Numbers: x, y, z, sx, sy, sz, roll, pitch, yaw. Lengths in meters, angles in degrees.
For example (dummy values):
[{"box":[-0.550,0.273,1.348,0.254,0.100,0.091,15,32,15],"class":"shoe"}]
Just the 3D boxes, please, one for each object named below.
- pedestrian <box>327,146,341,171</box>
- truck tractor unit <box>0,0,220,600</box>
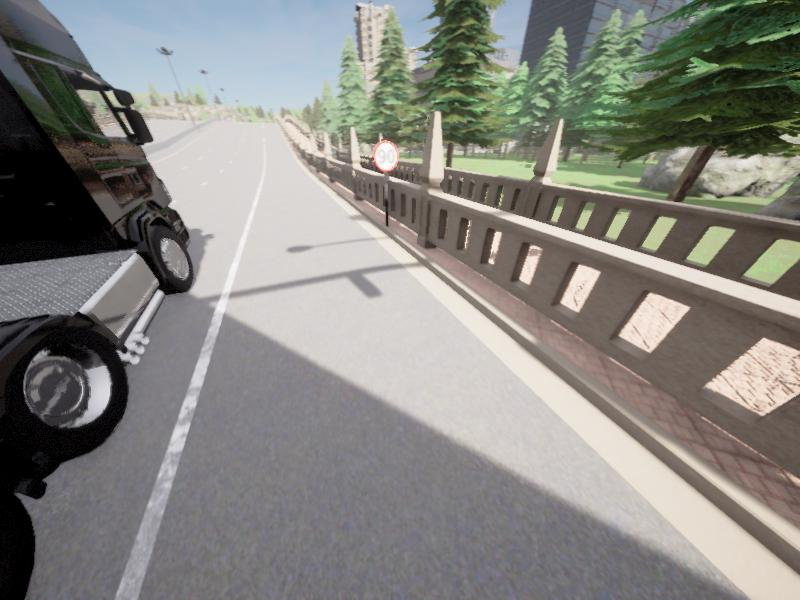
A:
[{"box":[-5.921,-12.721,20.791,0.751,1.860,0.751,-14,37,-20],"class":"pedestrian"},{"box":[-4.283,-0.735,1.428,3.053,4.208,6.516,-15,37,-21],"class":"truck tractor unit"}]
